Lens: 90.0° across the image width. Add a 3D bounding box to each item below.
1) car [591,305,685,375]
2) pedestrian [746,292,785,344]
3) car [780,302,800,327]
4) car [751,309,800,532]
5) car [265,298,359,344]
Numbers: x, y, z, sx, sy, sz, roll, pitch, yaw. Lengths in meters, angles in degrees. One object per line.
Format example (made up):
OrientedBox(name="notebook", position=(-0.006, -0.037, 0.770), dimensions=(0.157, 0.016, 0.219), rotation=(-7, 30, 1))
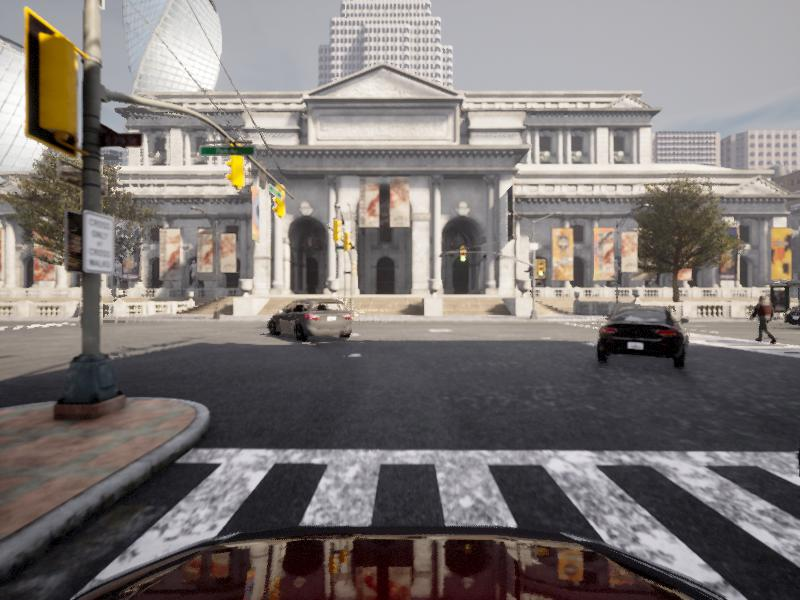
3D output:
OrientedBox(name="car", position=(6.643, 0.885, 10.886), dimensions=(1.812, 1.442, 4.674), rotation=(0, 0, 36))
OrientedBox(name="pedestrian", position=(13.361, 0.657, 14.656), dimensions=(0.751, 1.860, 0.751), rotation=(0, 0, 1))
OrientedBox(name="car", position=(26.331, 0.887, 24.728), dimensions=(3.806, 1.475, 1.970), rotation=(0, 0, 1))
OrientedBox(name="car", position=(3.652, 0.830, 0.846), dimensions=(2.007, 1.525, 4.514), rotation=(0, 0, 3))
OrientedBox(name="car", position=(-3.944, 0.780, 17.254), dimensions=(2.242, 1.667, 4.611), rotation=(1, 0, -37))
